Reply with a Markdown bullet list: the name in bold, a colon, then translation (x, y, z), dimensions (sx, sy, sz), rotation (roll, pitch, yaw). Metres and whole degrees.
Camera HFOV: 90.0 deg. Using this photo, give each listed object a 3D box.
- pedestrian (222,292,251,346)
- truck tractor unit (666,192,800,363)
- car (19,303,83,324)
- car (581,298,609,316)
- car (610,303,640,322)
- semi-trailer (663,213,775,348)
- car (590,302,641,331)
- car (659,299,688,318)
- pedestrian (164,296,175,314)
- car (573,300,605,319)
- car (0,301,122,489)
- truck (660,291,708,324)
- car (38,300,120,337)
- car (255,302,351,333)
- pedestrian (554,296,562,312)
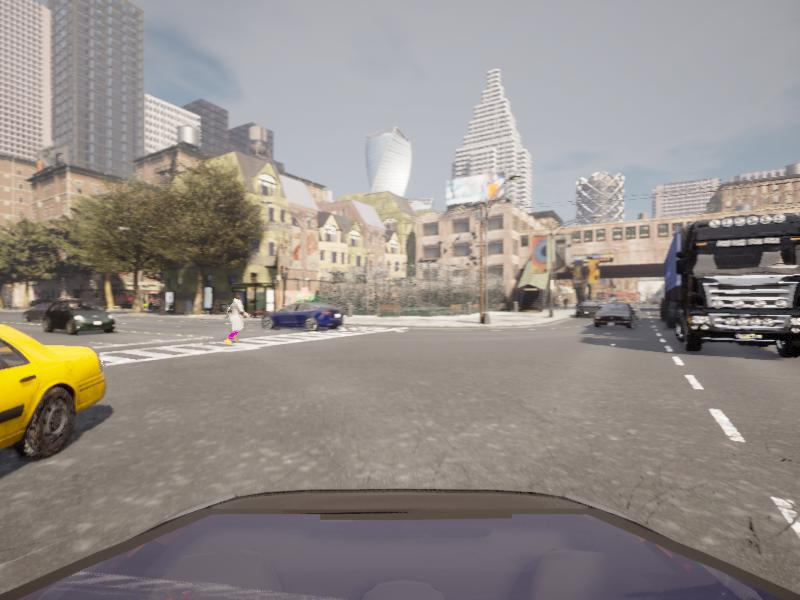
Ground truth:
- **pedestrian**: translation (-5.882, 0.649, 14.407), dimensions (0.751, 1.860, 0.751), rotation (0, 0, -43)
- **truck tractor unit**: translation (10.751, -0.546, 13.161), dimensions (3.053, 4.208, 6.516), rotation (0, 0, 31)
- **car**: translation (-26.064, 0.950, 29.796), dimensions (5.357, 1.411, 2.033), rotation (0, 0, 31)
- **car**: translation (20.104, 0.651, 41.153), dimensions (2.185, 1.767, 4.553), rotation (0, 0, 31)
- **car**: translation (17.477, 0.903, 30.975), dimensions (1.895, 1.301, 4.718), rotation (0, 0, 31)
- **semi-trailer**: translation (14.919, -0.652, 19.888), dimensions (2.717, 4.402, 14.254), rotation (0, 0, 32)
- **car**: translation (12.581, 0.866, 23.171), dimensions (2.033, 1.411, 5.357), rotation (0, 0, 34)
- **car**: translation (25.601, 0.712, 37.604), dimensions (1.930, 1.638, 5.238), rotation (0, 0, 31)
- **pedestrian**: translation (-24.685, 0.536, 42.891), dimensions (0.751, 1.860, 0.751), rotation (0, 0, 25)
- **car**: translation (16.887, 0.784, 35.590), dimensions (2.097, 1.535, 5.008), rotation (0, 0, 31)
- **car**: translation (-4.137, 0.809, 2.638), dimensions (1.801, 1.575, 5.366), rotation (0, 0, -12)
- **truck**: translation (20.286, 0.496, 28.854), dimensions (2.390, 2.098, 6.274), rotation (0, 0, 31)
- **car**: translation (-15.714, 0.821, 19.556), dimensions (3.988, 1.617, 1.851), rotation (0, 0, 31)
- **car**: translation (-5.223, 0.861, 21.502), dimensions (4.792, 1.488, 2.163), rotation (0, 0, 28)
- **pedestrian**: translation (18.215, 0.442, 46.195), dimensions (0.751, 1.860, 0.751), rotation (0, 0, 32)
